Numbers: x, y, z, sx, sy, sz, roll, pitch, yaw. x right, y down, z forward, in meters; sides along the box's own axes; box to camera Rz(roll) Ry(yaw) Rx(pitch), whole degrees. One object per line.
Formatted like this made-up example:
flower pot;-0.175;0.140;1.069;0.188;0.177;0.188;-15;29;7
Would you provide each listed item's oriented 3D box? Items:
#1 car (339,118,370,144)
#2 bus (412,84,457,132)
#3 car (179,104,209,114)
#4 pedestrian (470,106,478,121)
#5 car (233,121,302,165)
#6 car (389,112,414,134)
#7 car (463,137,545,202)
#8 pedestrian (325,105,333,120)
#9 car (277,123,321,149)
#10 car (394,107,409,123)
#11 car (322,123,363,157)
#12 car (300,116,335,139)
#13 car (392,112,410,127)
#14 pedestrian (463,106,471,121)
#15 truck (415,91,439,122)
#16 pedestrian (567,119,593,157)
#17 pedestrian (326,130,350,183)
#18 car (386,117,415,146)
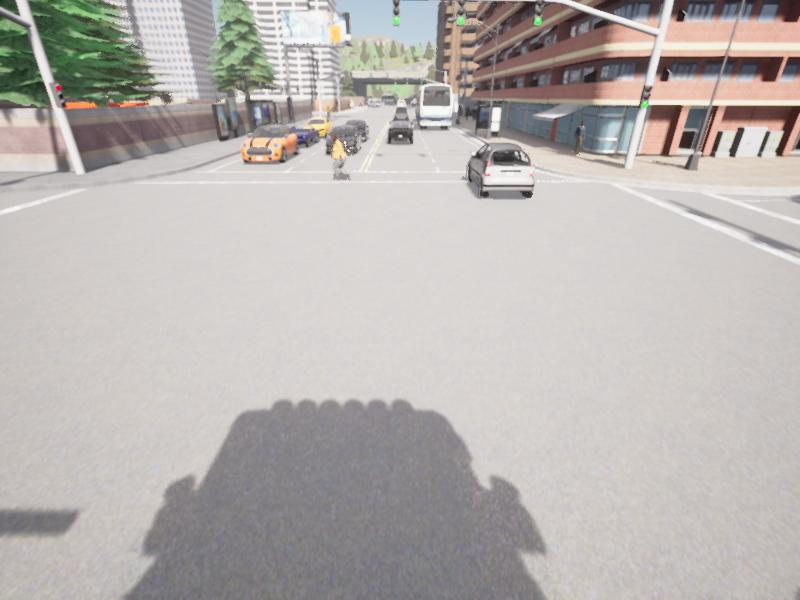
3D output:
car;-3.419;-13.245;31.189;1.837;1.490;4.892;0;27;0
bus;3.508;-21.334;44.132;3.944;4.253;10.273;0;27;0
car;-40.925;-38.018;79.491;4.553;1.767;2.097;0;27;0
pedestrian;9.967;-25.056;53.746;0.751;1.860;0.751;1;27;2
car;-6.950;-8.549;21.583;2.097;1.767;4.553;0;27;0
car;0.104;-17.038;38.489;2.242;1.667;4.611;0;27;0
car;3.523;-4.831;14.435;1.851;1.617;3.988;0;27;0
pedestrian;-9.800;-25.755;55.018;0.751;1.860;0.751;1;27;3
car;-6.931;-11.495;27.941;1.895;1.301;4.718;0;27;0
car;0.157;-24.927;53.793;1.905;1.878;3.866;0;27;0
car;-3.438;-9.983;24.760;1.837;1.490;4.892;0;27;0
car;-6.909;-14.739;34.067;1.882;1.535;5.008;0;27;0
car;0.138;-21.521;47.629;2.033;1.411;5.357;0;27;0
pedestrian;9.139;-25.483;54.582;0.751;1.860;0.751;2;27;3
truck;3.712;-27.712;57.167;2.891;3.827;8.468;0;27;1
pedestrian;9.733;-8.791;21.685;0.751;1.860;0.751;2;27;3
pedestrian;-2.408;-5.619;15.679;0.751;1.860;0.751;-2;27;-4
car;0.054;-12.823;30.212;1.930;1.638;5.238;0;27;0
